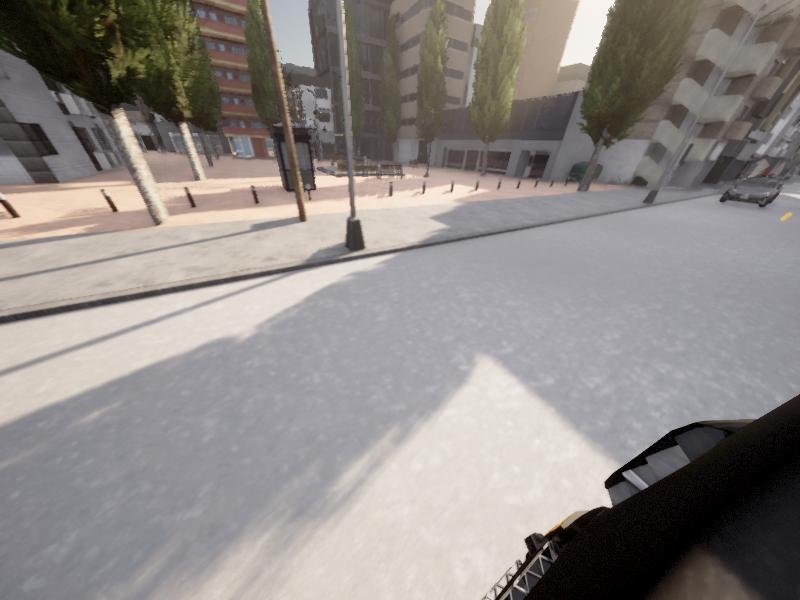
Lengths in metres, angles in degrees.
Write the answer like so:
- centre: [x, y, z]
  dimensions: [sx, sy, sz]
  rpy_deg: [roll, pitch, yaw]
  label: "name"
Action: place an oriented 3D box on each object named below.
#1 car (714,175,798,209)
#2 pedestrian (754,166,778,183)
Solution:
- centre: [22.980, -7.075, 14.933]
  dimensions: [4.514, 1.525, 2.007]
  rpy_deg: [-16, 38, -26]
  label: "car"
- centre: [49.396, -16.925, 31.190]
  dimensions: [0.751, 1.860, 0.751]
  rpy_deg: [-13, 37, -23]
  label: "pedestrian"
